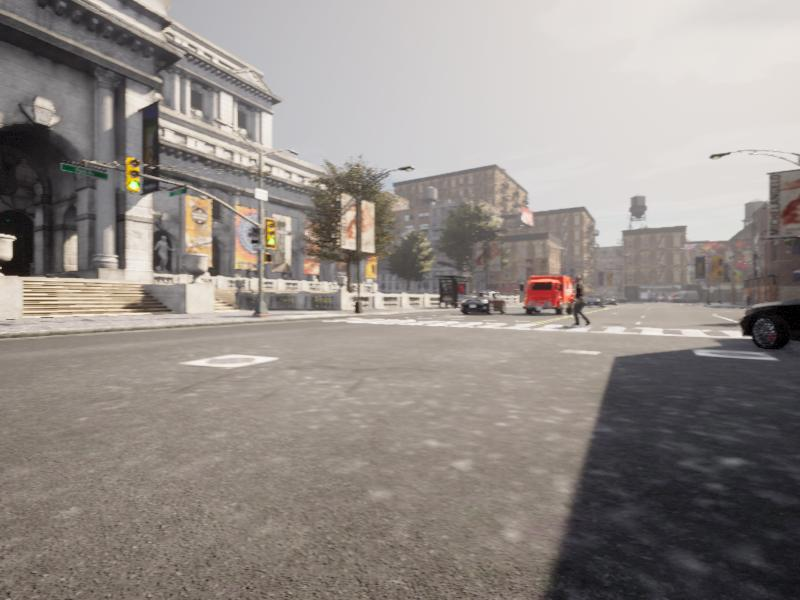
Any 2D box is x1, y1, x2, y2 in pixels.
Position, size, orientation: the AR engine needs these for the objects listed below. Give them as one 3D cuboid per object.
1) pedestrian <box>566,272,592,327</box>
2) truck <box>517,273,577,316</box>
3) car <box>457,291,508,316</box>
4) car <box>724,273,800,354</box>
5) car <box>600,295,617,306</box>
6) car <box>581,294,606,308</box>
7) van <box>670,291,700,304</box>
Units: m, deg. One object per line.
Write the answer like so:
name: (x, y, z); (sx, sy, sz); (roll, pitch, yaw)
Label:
pedestrian: (6.278, -0.005, 14.022); (0.751, 1.860, 0.751); (0, 0, 32)
truck: (9.675, -0.320, 26.025); (2.627, 2.467, 5.204); (0, 0, 32)
car: (5.396, 0.175, 25.815); (1.970, 1.475, 3.806); (0, 0, 33)
car: (8.237, 0.251, 6.369); (1.812, 1.442, 4.674); (0, 0, -12)
car: (30.852, 0.089, 59.106); (1.970, 1.475, 3.806); (0, 0, 33)
car: (21.887, 0.101, 45.089); (2.007, 1.525, 4.514); (0, 0, 33)
van: (58.248, -0.518, 81.811); (5.915, 2.561, 1.988); (0, 0, -21)
